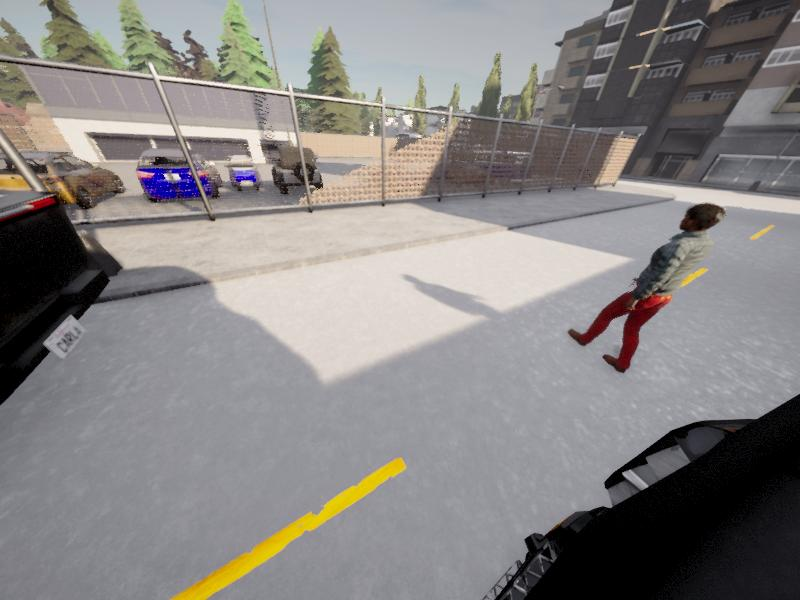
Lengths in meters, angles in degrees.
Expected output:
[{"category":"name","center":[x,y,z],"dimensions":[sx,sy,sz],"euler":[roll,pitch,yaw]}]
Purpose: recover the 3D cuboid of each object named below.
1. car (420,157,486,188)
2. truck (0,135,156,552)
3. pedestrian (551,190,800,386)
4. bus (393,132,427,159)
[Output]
[{"category":"car","center":[3.424,-8.400,15.116],"dimensions":[3.705,1.547,1.789],"euler":[-16,38,-25]},{"category":"truck","center":[-5.498,0.786,0.442],"dimensions":[6.274,2.098,2.390],"euler":[-16,38,-25]},{"category":"pedestrian","center":[2.538,-0.055,2.395],"dimensions":[0.751,1.860,0.751],"euler":[-4,34,-10]},{"category":"bus","center":[2.355,-33.591,50.369],"dimensions":[3.944,4.253,10.273],"euler":[15,36,17]}]
